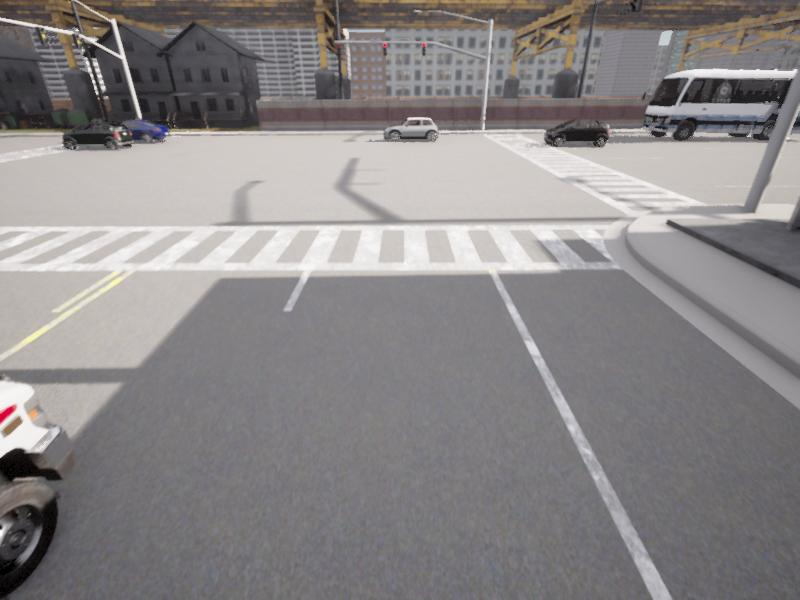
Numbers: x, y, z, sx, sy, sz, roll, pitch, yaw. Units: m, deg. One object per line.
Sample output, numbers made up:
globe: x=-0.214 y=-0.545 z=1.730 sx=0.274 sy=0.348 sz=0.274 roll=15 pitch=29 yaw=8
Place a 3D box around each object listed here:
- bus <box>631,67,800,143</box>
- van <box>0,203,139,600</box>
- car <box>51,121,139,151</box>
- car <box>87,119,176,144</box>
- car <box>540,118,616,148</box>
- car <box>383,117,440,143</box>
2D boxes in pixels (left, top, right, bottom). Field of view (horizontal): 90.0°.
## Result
bus: x=22.333 y=-13.116 z=26.999 sx=10.273 sy=4.253 sz=3.944 roll=1 pitch=27 yaw=0
van: x=-3.503 y=1.956 z=0.180 sx=2.351 sy=2.431 sz=6.366 roll=0 pitch=27 yaw=0
car: x=-18.725 y=-10.169 z=24.719 sx=3.705 sy=1.549 sz=1.789 roll=0 pitch=27 yaw=0
car: x=-18.551 y=-11.733 z=27.849 sx=4.674 sy=1.442 sz=1.812 roll=0 pitch=27 yaw=0
car: x=10.859 y=-10.316 z=24.644 sx=3.705 sy=1.549 sz=1.789 roll=0 pitch=27 yaw=0
car: x=0.792 y=-11.842 z=27.794 sx=3.806 sy=1.475 sz=1.970 roll=0 pitch=27 yaw=0
